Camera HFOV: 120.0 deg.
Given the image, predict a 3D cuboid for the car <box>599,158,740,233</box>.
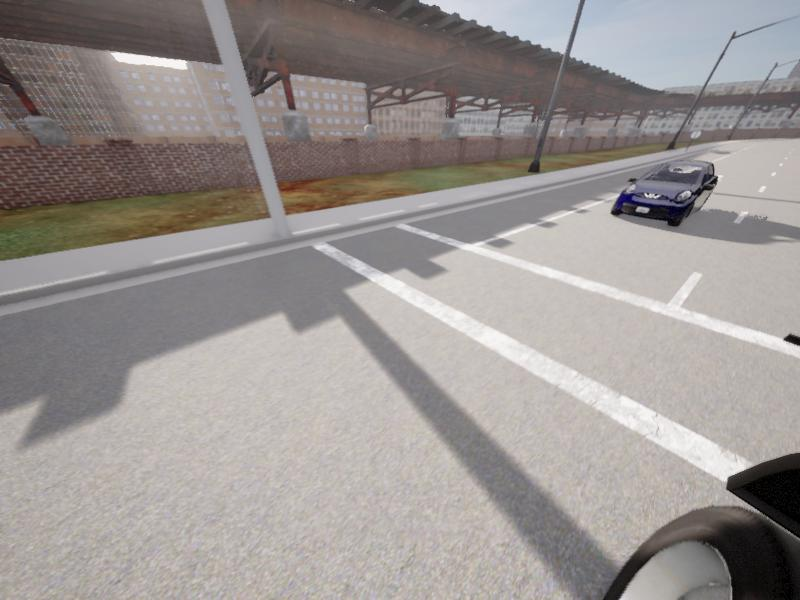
[{"bbox_3d":[8.528,-3.507,7.360,3.633,1.501,1.845,-23,41,-28],"label":"car"}]
